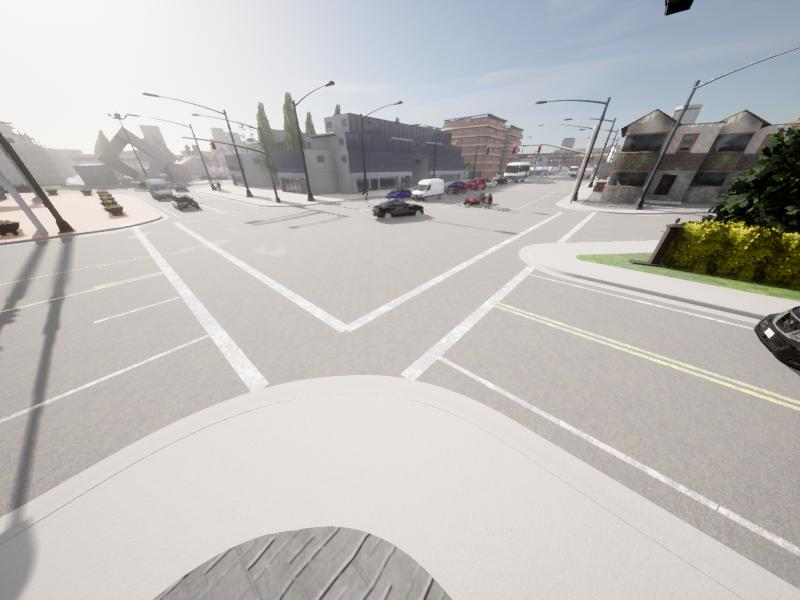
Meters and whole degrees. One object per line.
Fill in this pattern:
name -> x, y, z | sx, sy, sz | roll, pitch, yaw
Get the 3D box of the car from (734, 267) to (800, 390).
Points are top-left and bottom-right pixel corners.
car -> 11.035, 1.388, 3.860 | 5.566, 2.045, 2.150 | 23, 37, 34

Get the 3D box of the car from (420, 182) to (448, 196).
car -> 5.807, -18.843, 39.129 | 1.930, 1.638, 5.238 | 23, 37, 34

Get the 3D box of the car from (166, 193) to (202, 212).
car -> -24.281, -11.043, 25.962 | 4.193, 1.474, 1.816 | 23, 37, 34

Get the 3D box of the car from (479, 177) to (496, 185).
car -> 20.489, -27.973, 54.171 | 1.994, 1.385, 4.181 | 24, 39, 35

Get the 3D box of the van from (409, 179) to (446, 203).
van -> 3.900, -15.322, 32.213 | 1.988, 2.561, 5.915 | 23, 37, 34

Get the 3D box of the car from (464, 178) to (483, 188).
car -> 15.635, -24.946, 49.229 | 1.837, 1.490, 4.892 | 23, 39, 34

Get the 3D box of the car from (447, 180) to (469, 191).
car -> 11.226, -22.175, 44.719 | 1.882, 1.535, 5.008 | 23, 38, 34

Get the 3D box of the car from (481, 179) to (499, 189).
car -> 18.509, -23.919, 47.486 | 1.812, 1.442, 4.674 | 23, 39, 34

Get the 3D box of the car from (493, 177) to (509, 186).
car -> 22.601, -26.542, 51.635 | 1.816, 1.474, 4.193 | 23, 38, 34

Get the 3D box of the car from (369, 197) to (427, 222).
car -> -0.184, -8.493, 21.479 | 5.008, 1.535, 1.882 | -13, 33, -21

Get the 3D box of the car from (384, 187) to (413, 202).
car -> -0.176, -15.147, 32.995 | 1.816, 1.474, 4.193 | 23, 37, 34

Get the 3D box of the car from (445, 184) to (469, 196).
car -> 9.460, -18.178, 38.135 | 1.812, 1.442, 4.674 | 23, 38, 34

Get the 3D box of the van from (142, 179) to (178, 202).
van -> -34.535, -15.857, 33.231 | 5.915, 2.561, 1.988 | 24, 37, 34

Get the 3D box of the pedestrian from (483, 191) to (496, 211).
pedestrian -> 9.583, -10.626, 24.763 | 0.751, 1.860, 0.751 | -16, 34, -25

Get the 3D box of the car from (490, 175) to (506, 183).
car -> 24.791, -30.757, 58.542 | 1.882, 1.535, 5.008 | 23, 38, 34

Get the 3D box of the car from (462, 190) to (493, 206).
car -> 9.921, -13.028, 29.412 | 1.994, 1.385, 4.181 | 23, 38, 34

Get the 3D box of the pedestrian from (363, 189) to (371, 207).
pedestrian -> -3.888, -11.984, 27.153 | 0.751, 1.860, 0.751 | 0, 30, -1

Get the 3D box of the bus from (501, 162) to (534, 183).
bus -> 29.439, -31.921, 57.776 | 3.944, 4.253, 10.273 | 23, 38, 34

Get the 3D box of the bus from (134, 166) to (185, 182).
bus -> -78.490, -41.544, 76.007 | 10.273, 4.253, 3.944 | -16, 34, -26

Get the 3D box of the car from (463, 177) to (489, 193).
car -> 14.110, -21.390, 42.837 | 2.150, 2.045, 5.566 | 23, 38, 34
